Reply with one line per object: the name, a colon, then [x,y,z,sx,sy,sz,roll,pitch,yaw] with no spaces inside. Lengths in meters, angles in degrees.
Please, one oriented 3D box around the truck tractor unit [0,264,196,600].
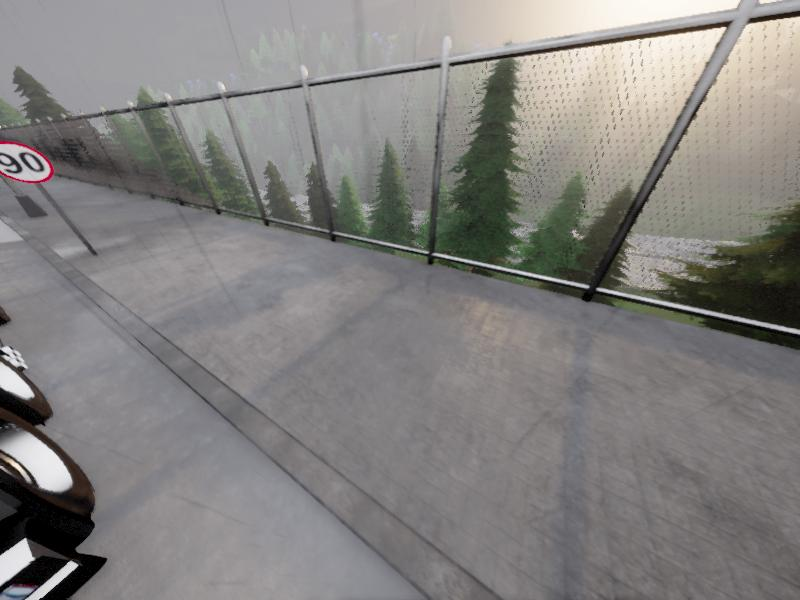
truck tractor unit: [-5.112,-0.298,0.791,6.516,4.208,3.053,18,39,24]
